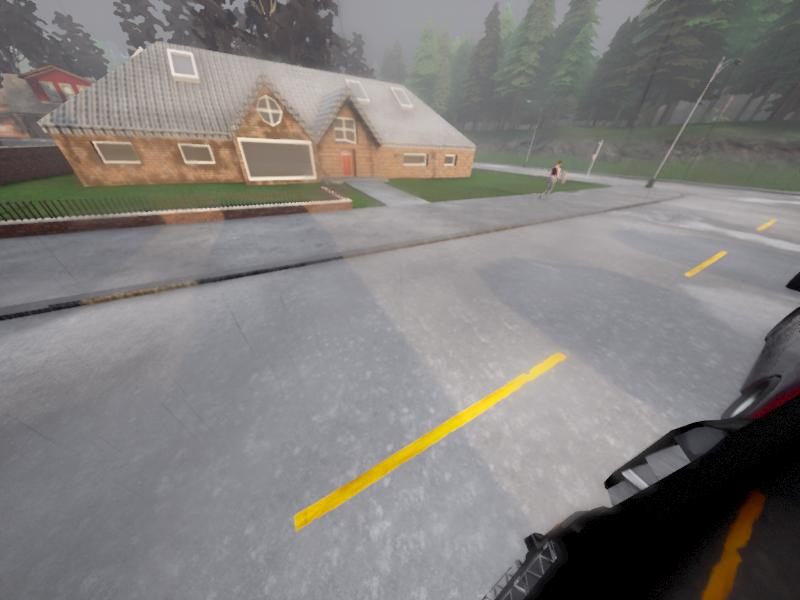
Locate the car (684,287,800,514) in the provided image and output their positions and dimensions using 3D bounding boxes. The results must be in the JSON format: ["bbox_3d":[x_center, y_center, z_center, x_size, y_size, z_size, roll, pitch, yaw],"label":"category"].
[{"bbox_3d":[4.702,0.648,1.863,3.633,1.501,1.845,-16,38,-26],"label":"car"}]

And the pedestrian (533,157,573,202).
[{"bbox_3d":[7.419,-5.856,11.260,0.751,1.860,0.751,-12,36,-21],"label":"pedestrian"}]

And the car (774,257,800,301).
[{"bbox_3d":[9.748,-0.813,4.447,4.193,1.474,1.816,-16,38,-26],"label":"car"}]
